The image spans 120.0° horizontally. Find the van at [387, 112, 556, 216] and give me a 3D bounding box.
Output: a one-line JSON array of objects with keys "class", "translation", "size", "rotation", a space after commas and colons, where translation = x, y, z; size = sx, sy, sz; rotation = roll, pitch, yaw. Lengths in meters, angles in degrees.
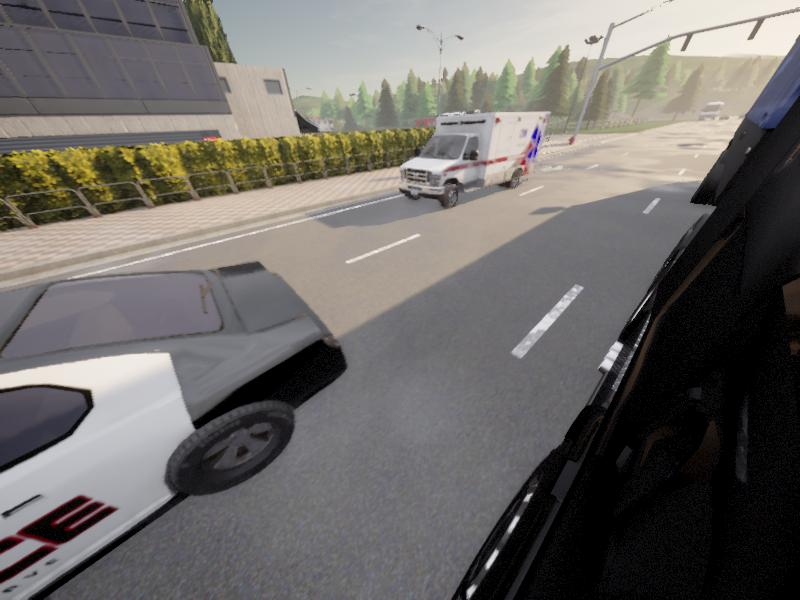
[{"class": "van", "translation": [2.815, -5.359, 8.613], "size": [6.366, 2.431, 2.351], "rotation": [-29, 44, -31]}]

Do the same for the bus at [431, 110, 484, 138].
[{"class": "bus", "translation": [11.591, -36.592, 48.231], "size": [3.944, 4.253, 10.273], "rotation": [-29, 44, -30]}]

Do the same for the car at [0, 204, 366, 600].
[{"class": "car", "translation": [-2.922, 1.003, 1.244], "size": [4.974, 1.542, 2.038], "rotation": [-30, 44, -30]}]

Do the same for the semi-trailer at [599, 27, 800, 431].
[{"class": "semi-trailer", "translation": [8.621, -3.664, 4.291], "size": [14.254, 4.402, 2.717], "rotation": [-29, 44, -30]}]

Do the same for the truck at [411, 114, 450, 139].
[{"class": "truck", "translation": [6.254, -36.882, 49.339], "size": [2.891, 3.827, 8.468], "rotation": [-29, 44, -30]}]

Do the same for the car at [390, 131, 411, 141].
[{"class": "car", "translation": [0.084, -33.628, 47.399], "size": [1.812, 1.442, 4.674], "rotation": [-29, 44, -30]}]

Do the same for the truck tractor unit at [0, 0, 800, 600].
[{"class": "truck tractor unit", "translation": [2.645, -0.295, 0.351], "size": [6.516, 4.208, 3.053], "rotation": [-28, 44, -30]}]
